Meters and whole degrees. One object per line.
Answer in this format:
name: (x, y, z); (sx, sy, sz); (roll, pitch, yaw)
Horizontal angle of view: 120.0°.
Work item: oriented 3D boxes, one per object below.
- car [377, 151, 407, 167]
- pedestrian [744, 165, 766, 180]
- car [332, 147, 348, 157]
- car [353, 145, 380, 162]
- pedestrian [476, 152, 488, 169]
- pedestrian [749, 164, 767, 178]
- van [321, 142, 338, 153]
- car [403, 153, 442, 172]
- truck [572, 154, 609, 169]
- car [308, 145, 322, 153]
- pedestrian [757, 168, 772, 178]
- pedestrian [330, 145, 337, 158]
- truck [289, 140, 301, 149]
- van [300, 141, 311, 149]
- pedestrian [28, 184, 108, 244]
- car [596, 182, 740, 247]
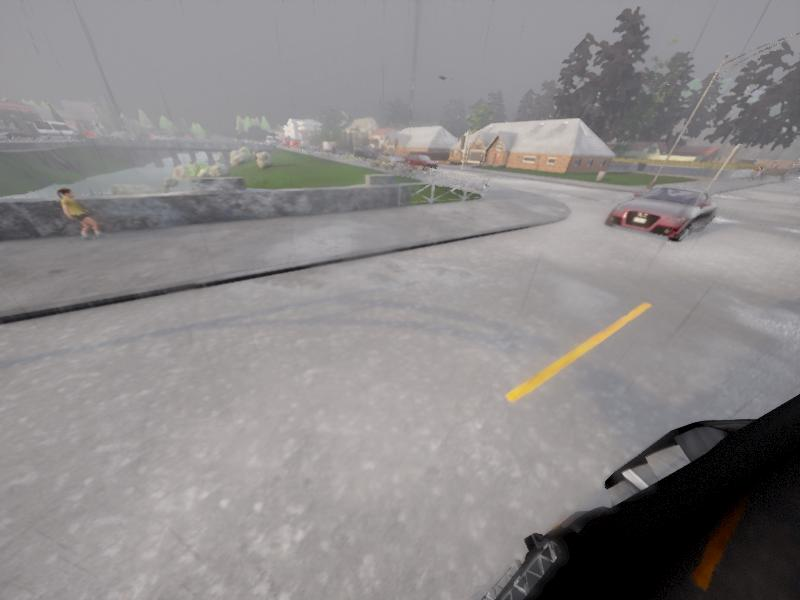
car: (-1.159, -19.054, 31.127); (2.007, 1.525, 4.514); (-16, 38, -26)
pedestrian: (49.302, -17.698, 32.071); (0.751, 1.860, 0.751); (-15, 37, -24)
car: (-12.279, -30.105, 46.899); (1.851, 1.617, 3.988); (-16, 38, -26)
car: (-5.409, -23.490, 37.031); (2.150, 2.045, 5.566); (-16, 38, -26)
pedestrian: (10.500, -17.942, 29.734); (0.751, 1.860, 0.751); (-16, 38, -26)
pedestrian: (58.824, -21.188, 37.967); (0.751, 1.860, 0.751); (-16, 38, -26)
van: (-19.405, -41.954, 63.474); (2.351, 2.431, 6.366); (-16, 38, -26)
car: (2.390, -15.576, 26.135); (1.882, 1.535, 5.008); (-16, 38, -25)
truck: (35.347, -25.785, 42.981); (2.069, 2.038, 4.478); (-16, 38, -26)
car: (-22.762, -40.484, 61.792); (2.038, 1.542, 4.974); (-16, 38, -26)
pedestrian: (62.050, -21.629, 39.360); (0.751, 1.300, 0.751); (-24, 42, -34)
pedestrian: (-11.261, -25.262, 39.227); (0.751, 1.860, 0.751); (-16, 38, -25)
truck: (-37.161, -55.134, 82.024); (2.627, 2.467, 5.204); (-16, 38, -26)
van: (-35.348, -57.750, 86.117); (2.351, 2.431, 6.366); (-16, 38, -26)
pedestrian: (-7.112, -1.870, 5.023); (0.500, 1.100, 0.500); (-23, 41, -33)
car: (9.354, -3.167, 8.110); (4.181, 1.385, 1.994); (-16, 38, -26)
